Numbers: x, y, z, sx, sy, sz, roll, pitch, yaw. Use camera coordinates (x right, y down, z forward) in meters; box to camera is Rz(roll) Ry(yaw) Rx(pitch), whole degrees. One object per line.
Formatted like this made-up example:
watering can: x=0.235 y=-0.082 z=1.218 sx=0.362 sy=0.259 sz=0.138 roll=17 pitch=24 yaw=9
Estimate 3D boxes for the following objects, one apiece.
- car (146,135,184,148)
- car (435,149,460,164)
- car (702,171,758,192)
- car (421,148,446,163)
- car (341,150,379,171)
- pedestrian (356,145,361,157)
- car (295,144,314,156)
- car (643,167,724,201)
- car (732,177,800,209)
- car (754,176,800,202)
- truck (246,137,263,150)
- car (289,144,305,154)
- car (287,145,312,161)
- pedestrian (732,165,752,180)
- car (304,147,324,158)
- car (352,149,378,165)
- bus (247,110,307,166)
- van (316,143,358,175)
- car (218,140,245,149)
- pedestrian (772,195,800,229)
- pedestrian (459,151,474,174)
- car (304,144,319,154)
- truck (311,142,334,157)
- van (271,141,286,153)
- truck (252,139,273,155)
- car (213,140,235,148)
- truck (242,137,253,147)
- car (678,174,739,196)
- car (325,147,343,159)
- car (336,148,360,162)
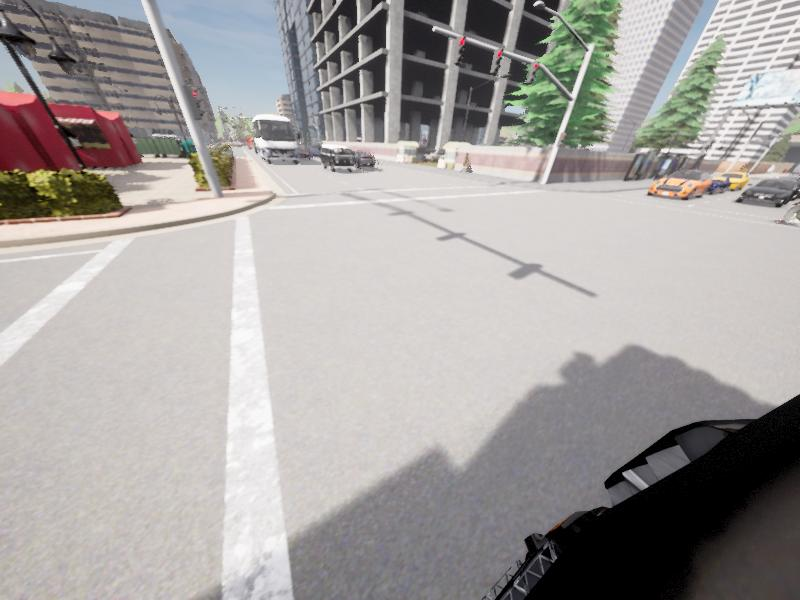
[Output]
car: x=-44.725 y=-30.276 z=44.145 sx=4.605 sy=1.855 sz=1.932 roll=-16 pitch=38 yaw=-26
car: x=7.931 y=-24.434 z=39.283 sx=1.905 sy=1.878 sz=3.866 roll=-16 pitch=38 yaw=-26
car: x=31.810 y=-11.482 z=22.264 sx=5.008 sy=1.535 sz=1.882 roll=-16 pitch=38 yaw=-26
car: x=5.386 y=-23.710 z=37.999 sx=1.905 sy=1.878 sz=3.866 roll=-16 pitch=38 yaw=-26
car: x=-4.286 y=-14.735 z=24.339 sx=2.128 sy=1.511 sz=4.902 roll=-16 pitch=38 yaw=-26
pedestrian: x=-8.009 y=-28.820 z=44.626 sx=0.751 sy=1.860 sz=0.751 roll=-16 pitch=38 yaw=-26
car: x=-17.969 y=-28.229 z=43.510 sx=2.152 sy=1.651 sz=5.027 roll=-16 pitch=38 yaw=-26
car: x=19.748 y=-8.168 z=16.126 sx=4.553 sy=1.767 sz=2.097 roll=-16 pitch=38 yaw=-26
car: x=24.511 y=-7.159 z=15.242 sx=4.892 sy=1.490 sz=1.837 roll=-16 pitch=38 yaw=-26
car: x=30.753 y=-8.931 z=18.383 sx=4.892 sy=1.490 sz=1.837 roll=-16 pitch=38 yaw=-26
truck: x=-35.478 y=-38.076 z=56.230 sx=2.627 sy=2.467 sz=5.204 roll=-16 pitch=38 yaw=-26
car: x=-21.862 y=-32.009 z=48.991 sx=2.007 sy=1.525 sz=4.514 roll=-16 pitch=38 yaw=-26
car: x=-14.195 y=-20.692 z=32.454 sx=2.152 sy=1.651 sz=5.027 roll=-16 pitch=38 yaw=-26
pedestrian: x=51.563 y=-19.231 z=34.816 sx=0.751 sy=1.860 sz=0.751 roll=-15 pitch=37 yaw=-25
car: x=-14.333 y=-24.550 z=38.478 sx=1.994 sy=1.385 sz=4.181 roll=-16 pitch=38 yaw=-26
car: x=-4.703 y=-19.040 z=30.701 sx=1.851 sy=1.617 sz=3.988 roll=-16 pitch=38 yaw=-26
bus: x=-14.036 y=-17.980 z=26.004 sx=3.944 sy=4.253 sz=10.273 roll=-16 pitch=38 yaw=-26
van: x=-5.593 y=-12.433 z=20.295 sx=2.069 sy=2.038 sz=4.480 roll=-16 pitch=38 yaw=-26
car: x=-44.393 y=-41.009 z=60.910 sx=5.366 sy=1.575 sz=1.801 roll=-16 pitch=38 yaw=-26
pedestrian: x=16.771 y=-3.959 z=9.439 sx=0.751 sy=1.860 sz=0.751 roll=-15 pitch=38 yaw=-25
pedestrian: x=6.457 y=-13.417 z=22.538 sx=0.751 sy=1.860 sz=0.751 roll=-11 pitch=36 yaw=-20
car: x=-19.902 y=-33.971 z=51.989 sx=1.930 sy=1.638 sz=5.238 roll=-16 pitch=38 yaw=-26
truck: x=-15.341 y=-29.694 z=45.485 sx=2.390 sy=2.098 sz=6.274 roll=-16 pitch=38 yaw=-26
van: x=-25.175 y=-31.630 z=47.749 sx=1.775 sy=1.987 sz=4.442 roll=-16 pitch=38 yaw=-26
truck: x=-24.324 y=-27.008 z=40.757 sx=2.390 sy=2.098 sz=6.274 roll=-16 pitch=38 yaw=-26
car: x=-47.651 y=-42.279 z=62.654 sx=4.514 sy=1.525 sz=2.007 roll=-16 pitch=38 yaw=-26
truck: x=-52.909 y=-54.862 z=80.171 sx=2.627 sy=2.467 sz=5.204 roll=-16 pitch=38 yaw=-26
car: x=25.802 y=-9.680 z=19.314 sx=4.718 sy=1.301 sz=1.895 roll=-16 pitch=38 yaw=-26
car: x=-11.441 y=-25.630 z=40.156 sx=1.789 sy=1.549 sz=3.705 roll=-16 pitch=38 yaw=-26
car: x=-8.036 y=-22.274 z=35.379 sx=1.882 sy=1.535 sz=5.008 roll=-16 pitch=38 yaw=-26
